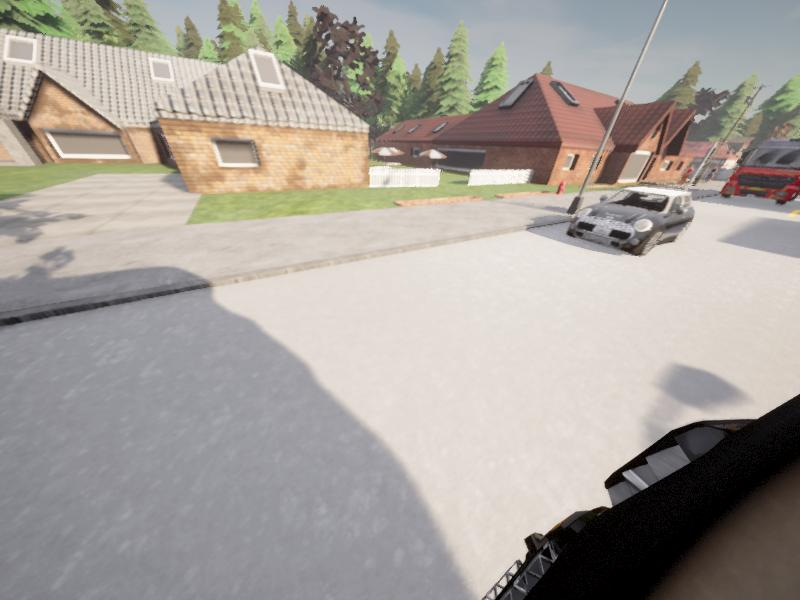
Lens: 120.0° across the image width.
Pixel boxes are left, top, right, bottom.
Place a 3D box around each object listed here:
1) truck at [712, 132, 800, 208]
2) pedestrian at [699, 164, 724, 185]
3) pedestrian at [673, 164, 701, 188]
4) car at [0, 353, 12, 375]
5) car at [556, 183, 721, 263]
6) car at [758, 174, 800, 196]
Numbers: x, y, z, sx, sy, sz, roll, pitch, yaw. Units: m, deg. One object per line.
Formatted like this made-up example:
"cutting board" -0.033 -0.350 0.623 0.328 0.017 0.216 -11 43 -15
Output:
"truck" 26.467 -8.992 16.022 8.468 3.827 2.891 -16 38 -26
"pedestrian" 33.821 -13.625 25.093 0.751 1.860 0.751 -17 38 -27
"pedestrian" 26.006 -11.281 20.977 0.751 1.860 0.751 29 41 33
"car" -5.618 1.138 0.579 4.181 1.385 1.994 -16 38 -26
"car" 7.040 -2.501 6.912 3.806 1.475 1.970 -16 38 -26
"car" 36.707 -10.950 21.833 4.902 1.511 2.128 -16 38 -26
